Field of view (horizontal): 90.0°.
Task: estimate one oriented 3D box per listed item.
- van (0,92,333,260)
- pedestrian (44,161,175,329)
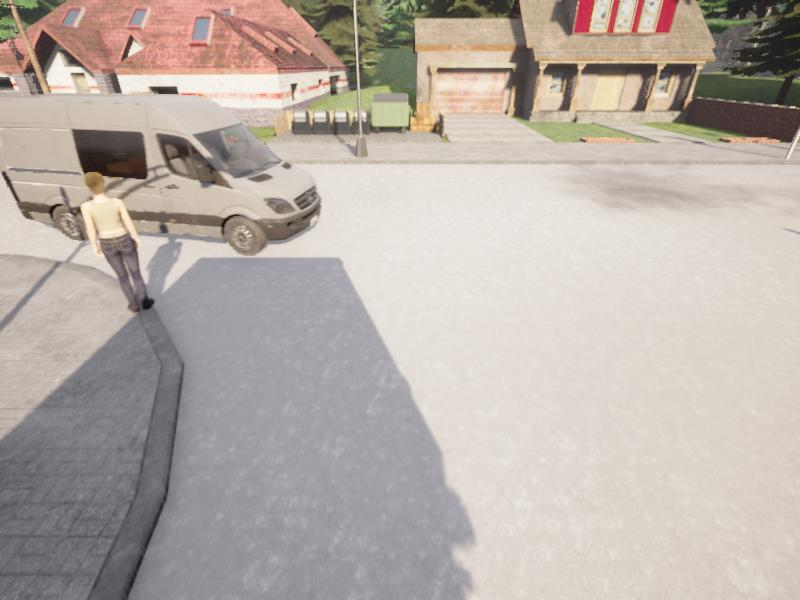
[{"bbox_3d":[-4.586,-2.591,7.915,5.915,2.561,1.988,5,31,9],"label":"van"},{"bbox_3d":[-3.592,-0.694,5.091,0.751,1.860,0.751,-17,35,-27],"label":"pedestrian"}]
